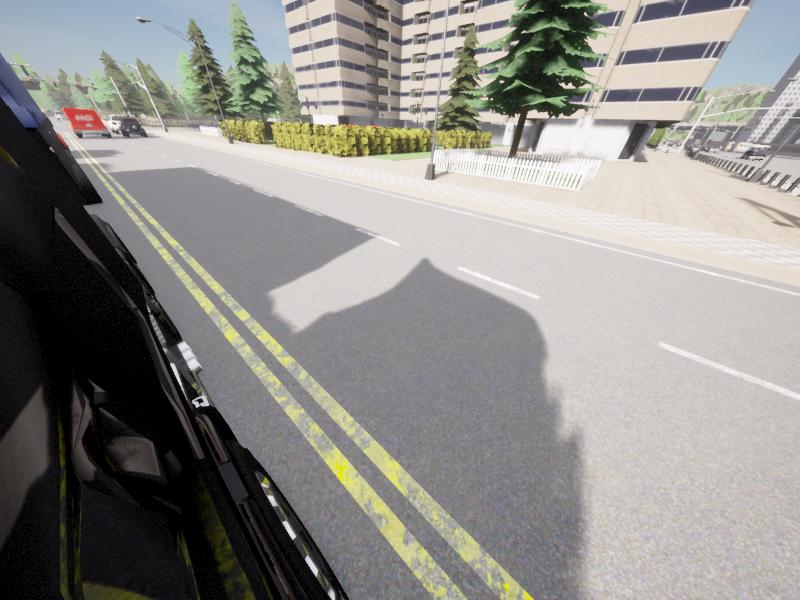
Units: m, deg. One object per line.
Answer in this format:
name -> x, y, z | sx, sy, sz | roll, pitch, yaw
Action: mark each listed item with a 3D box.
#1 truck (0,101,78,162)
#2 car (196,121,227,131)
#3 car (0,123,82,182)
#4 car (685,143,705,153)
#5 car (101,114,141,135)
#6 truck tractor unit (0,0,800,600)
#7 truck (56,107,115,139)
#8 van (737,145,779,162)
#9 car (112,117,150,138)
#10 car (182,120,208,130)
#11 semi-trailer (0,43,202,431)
truck -> -21.380, -9.604, 13.058 | 5.204, 2.467, 2.627 | 28, 44, 30
car -> -41.831, -38.691, 51.395 | 2.242, 1.667, 4.611 | 28, 44, 30
car -> -15.841, -6.301, 9.674 | 4.611, 1.667, 2.242 | 28, 44, 30
car -> 73.092, -37.707, 57.255 | 2.033, 1.649, 4.856 | 28, 44, 30
car -> -37.393, -23.488, 30.945 | 5.566, 2.045, 2.150 | 28, 44, 30
truck tractor unit -> -2.645, -0.295, 0.351 | 6.516, 4.208, 3.053 | 28, 44, 30
truck -> -33.516, -18.849, 24.639 | 5.204, 2.467, 2.627 | 28, 44, 30
van -> 56.801, -23.414, 36.810 | 2.069, 2.038, 4.480 | 28, 44, 30
car -> -31.983, -20.531, 27.465 | 3.866, 1.878, 1.905 | 28, 44, 30
car -> -45.890, -39.194, 51.784 | 1.845, 1.501, 3.633 | 28, 44, 30
semi-trailer -> -8.694, -3.611, 4.228 | 14.254, 4.402, 2.717 | 28, 44, 30
